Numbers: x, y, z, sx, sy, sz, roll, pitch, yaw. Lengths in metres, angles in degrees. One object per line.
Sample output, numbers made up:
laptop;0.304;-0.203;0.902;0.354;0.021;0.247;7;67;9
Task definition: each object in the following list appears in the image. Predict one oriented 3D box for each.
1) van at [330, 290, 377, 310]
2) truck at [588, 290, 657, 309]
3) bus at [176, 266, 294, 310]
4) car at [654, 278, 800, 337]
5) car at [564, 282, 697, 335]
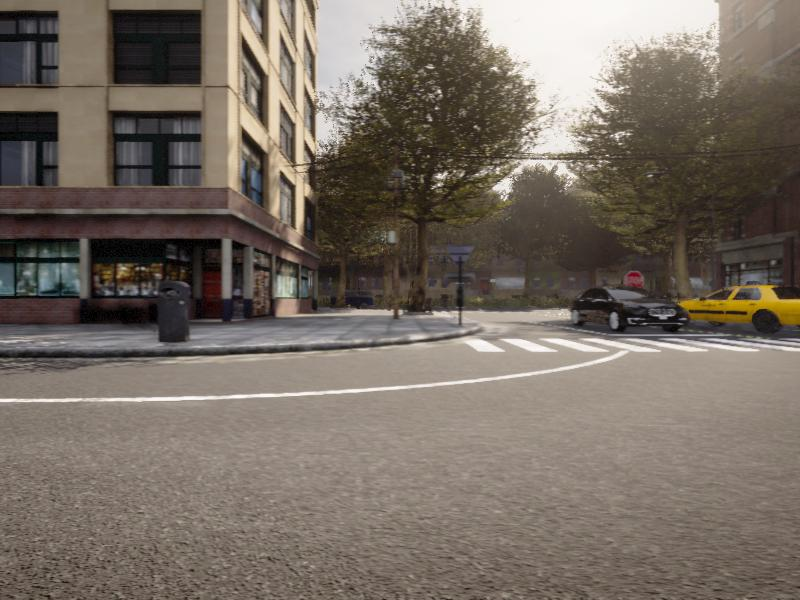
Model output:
van;-4.628;-0.002;40.195;4.442;1.987;1.775;0;0;0
truck;24.211;-0.054;43.694;6.274;2.098;2.390;0;0;0
bus;-16.314;-1.137;40.290;10.273;4.253;3.944;0;0;0
car;11.271;0.203;13.113;1.801;1.575;5.366;0;0;-10
car;7.498;0.246;13.747;1.837;1.490;4.892;0;0;1
